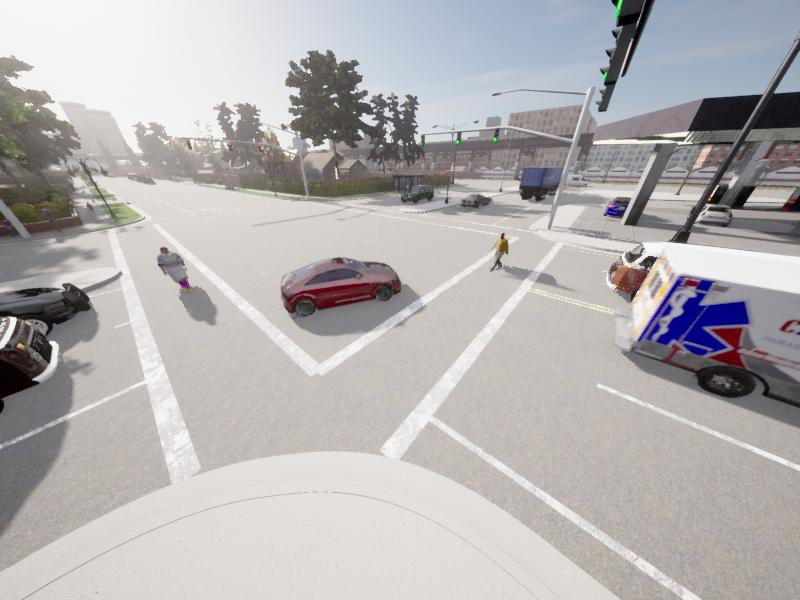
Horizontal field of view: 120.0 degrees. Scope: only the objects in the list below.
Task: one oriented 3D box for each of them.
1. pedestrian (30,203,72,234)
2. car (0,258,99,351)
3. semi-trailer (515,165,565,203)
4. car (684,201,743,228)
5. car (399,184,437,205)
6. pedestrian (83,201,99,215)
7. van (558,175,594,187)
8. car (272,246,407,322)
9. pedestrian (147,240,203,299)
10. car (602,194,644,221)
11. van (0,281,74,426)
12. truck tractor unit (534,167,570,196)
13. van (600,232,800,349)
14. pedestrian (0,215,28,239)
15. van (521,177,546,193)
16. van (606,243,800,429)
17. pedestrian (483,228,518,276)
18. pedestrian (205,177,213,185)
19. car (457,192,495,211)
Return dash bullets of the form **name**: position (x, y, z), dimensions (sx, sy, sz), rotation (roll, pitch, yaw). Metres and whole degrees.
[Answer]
- **pedestrian**: position (-24.024, -5.619, 15.938), dimensions (0.751, 1.860, 0.751), rotation (-23, 37, -34)
- **car**: position (-11.825, 0.677, 5.591), dimensions (1.930, 1.638, 5.238), rotation (22, 37, 33)
- **semi-trailer**: position (21.504, -17.872, 34.943), dimensions (2.717, 4.402, 14.254), rotation (22, 37, 34)
- **car**: position (25.999, -7.245, 19.370), dimensions (1.970, 1.475, 3.806), rotation (23, 37, 34)
- **car**: position (2.479, -14.378, 31.262), dimensions (2.150, 2.045, 5.566), rotation (23, 37, 34)
- **pedestrian**: position (-30.024, -8.930, 22.434), dimensions (0.500, 1.100, 0.500), rotation (23, 37, 34)
- **van**: position (41.417, -28.112, 54.559), dimensions (5.915, 2.561, 1.988), rotation (7, 28, 11)
- **car**: position (-2.067, -0.758, 8.349), dimensions (4.181, 1.385, 1.994), rotation (-12, 32, -20)
- **pedestrian**: position (-8.124, -1.101, 8.404), dimensions (0.751, 1.860, 0.751), rotation (24, 37, 35)
- **car**: position (21.088, -8.924, 21.955), dimensions (2.242, 1.667, 4.611), rotation (23, 37, 34)
- **van**: position (-9.164, 1.667, 3.477), dimensions (2.069, 2.038, 4.480), rotation (22, 37, 34)
- **truck tractor unit**: position (26.551, -20.823, 40.282), dimensions (3.053, 4.208, 6.516), rotation (23, 37, 34)
- **van**: position (9.670, -0.596, 7.398), dimensions (4.480, 2.038, 2.069), rotation (21, 36, 32)
- **pedestrian**: position (-25.404, -4.759, 15.011), dimensions (0.751, 1.300, 0.751), rotation (24, 38, 35)
- **van**: position (25.953, -22.437, 44.841), dimensions (2.351, 2.431, 6.366), rotation (23, 37, 34)
- **van**: position (8.411, 0.986, 4.270), dimensions (6.366, 2.431, 2.351), rotation (22, 37, 33)
- **pedestrian**: position (4.376, -2.125, 10.178), dimensions (0.751, 1.860, 0.751), rotation (-18, 34, -28)
- **pedestrian**: position (-48.635, -30.374, 58.812), dimensions (0.751, 1.860, 0.751), rotation (23, 37, 34)
- **car**: position (9.119, -11.829, 27.501), dimensions (2.033, 1.411, 5.357), rotation (22, 37, 34)
